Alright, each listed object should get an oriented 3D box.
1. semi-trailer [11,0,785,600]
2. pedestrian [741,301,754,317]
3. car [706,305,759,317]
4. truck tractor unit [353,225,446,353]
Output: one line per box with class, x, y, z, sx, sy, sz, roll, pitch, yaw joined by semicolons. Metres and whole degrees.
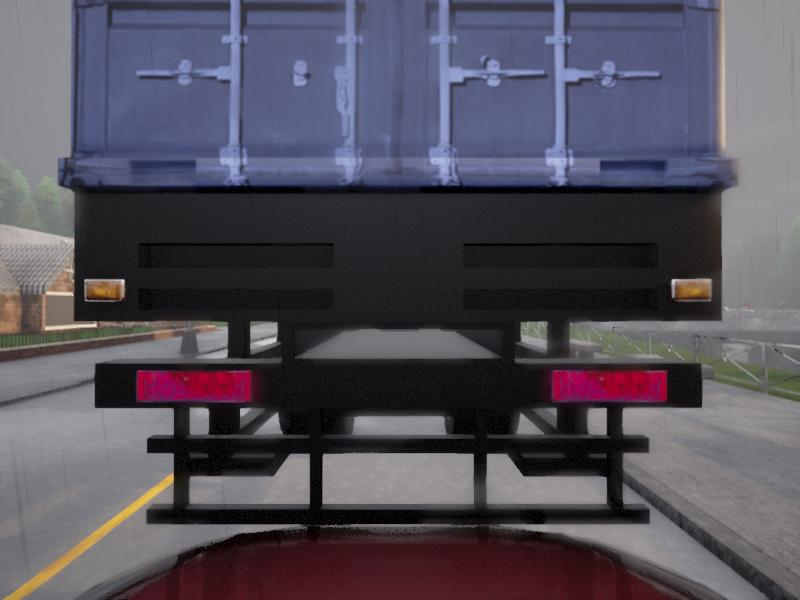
semi-trailer;-0.009;-0.540;8.553;2.717;4.402;14.254;0;-1;0
pedestrian;39.636;1.040;45.635;0.751;1.860;0.751;0;-1;4
car;42.273;1.394;50.902;4.974;1.542;2.038;0;-1;0
truck tractor unit;-0.014;-0.339;16.467;3.053;4.208;6.516;0;-1;0
